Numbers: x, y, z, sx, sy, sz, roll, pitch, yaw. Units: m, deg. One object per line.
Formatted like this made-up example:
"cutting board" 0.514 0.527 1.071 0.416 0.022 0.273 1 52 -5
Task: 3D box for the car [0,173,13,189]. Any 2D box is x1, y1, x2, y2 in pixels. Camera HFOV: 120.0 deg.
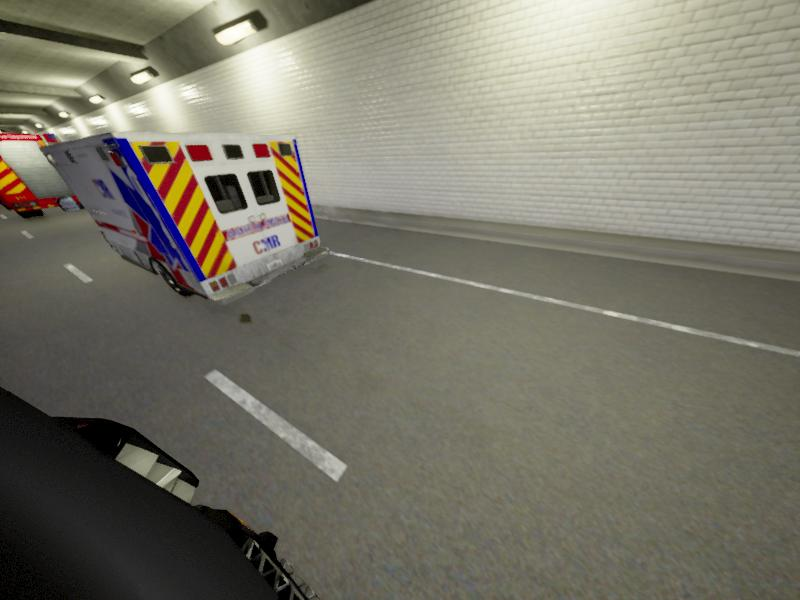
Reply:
"car" -46.974 -13.592 26.474 3.633 1.501 1.845 15 37 25

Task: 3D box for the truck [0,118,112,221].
"truck" -20.275 -6.943 12.433 8.468 3.827 2.891 16 38 26

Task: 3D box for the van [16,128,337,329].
"van" -4.786 -1.938 5.035 6.366 2.431 2.351 16 38 26

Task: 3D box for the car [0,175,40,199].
"car" -32.818 -9.539 19.416 4.674 1.442 1.812 16 38 26
